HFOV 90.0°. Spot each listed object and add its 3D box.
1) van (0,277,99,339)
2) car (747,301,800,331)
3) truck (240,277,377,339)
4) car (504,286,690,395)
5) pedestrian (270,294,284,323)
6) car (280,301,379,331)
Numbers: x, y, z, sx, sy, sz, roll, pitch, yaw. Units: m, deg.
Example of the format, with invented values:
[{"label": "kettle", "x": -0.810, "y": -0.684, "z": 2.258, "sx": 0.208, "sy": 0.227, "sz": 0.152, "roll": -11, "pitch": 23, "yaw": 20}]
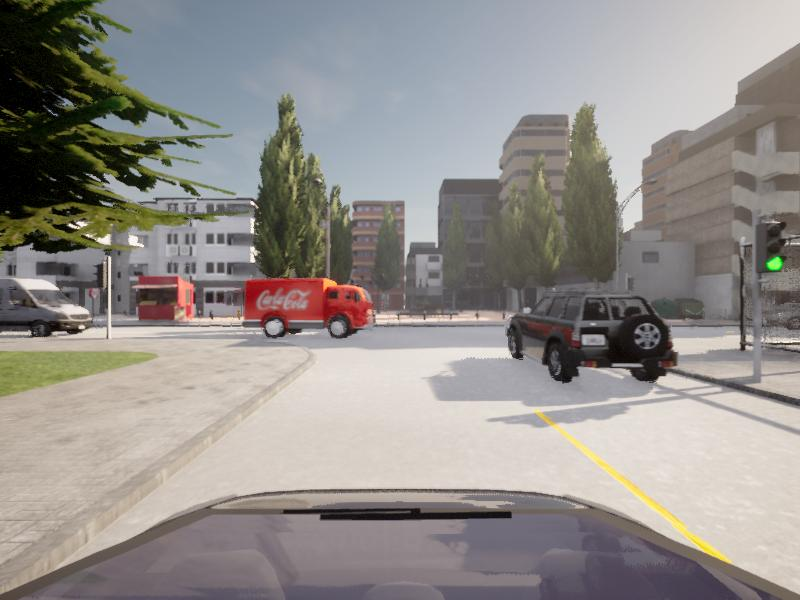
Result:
[{"label": "van", "x": -16.909, "y": 0.323, "z": 17.547, "sx": 5.915, "sy": 2.561, "sz": 1.988, "roll": 0, "pitch": 0, "yaw": 0}, {"label": "car", "x": 22.023, "y": 0.829, "z": 21.780, "sx": 4.514, "sy": 1.525, "sz": 2.007, "roll": 0, "pitch": 0, "yaw": -1}, {"label": "truck", "x": -3.802, "y": 0.358, "z": 17.423, "sx": 5.204, "sy": 2.467, "sz": 2.627, "roll": 0, "pitch": -1, "yaw": 6}, {"label": "car", "x": 3.934, "y": 0.656, "z": 9.082, "sx": 1.932, "sy": 1.855, "sz": 4.605, "roll": 0, "pitch": 1, "yaw": 0}, {"label": "pedestrian", "x": -8.063, "y": 0.533, "z": 26.270, "sx": 0.751, "sy": 1.860, "sz": 0.751, "roll": 0, "pitch": 0, "yaw": -2}, {"label": "car", "x": -3.749, "y": 0.845, "z": 21.577, "sx": 4.892, "sy": 1.490, "sz": 1.837, "roll": 0, "pitch": -1, "yaw": 9}]
